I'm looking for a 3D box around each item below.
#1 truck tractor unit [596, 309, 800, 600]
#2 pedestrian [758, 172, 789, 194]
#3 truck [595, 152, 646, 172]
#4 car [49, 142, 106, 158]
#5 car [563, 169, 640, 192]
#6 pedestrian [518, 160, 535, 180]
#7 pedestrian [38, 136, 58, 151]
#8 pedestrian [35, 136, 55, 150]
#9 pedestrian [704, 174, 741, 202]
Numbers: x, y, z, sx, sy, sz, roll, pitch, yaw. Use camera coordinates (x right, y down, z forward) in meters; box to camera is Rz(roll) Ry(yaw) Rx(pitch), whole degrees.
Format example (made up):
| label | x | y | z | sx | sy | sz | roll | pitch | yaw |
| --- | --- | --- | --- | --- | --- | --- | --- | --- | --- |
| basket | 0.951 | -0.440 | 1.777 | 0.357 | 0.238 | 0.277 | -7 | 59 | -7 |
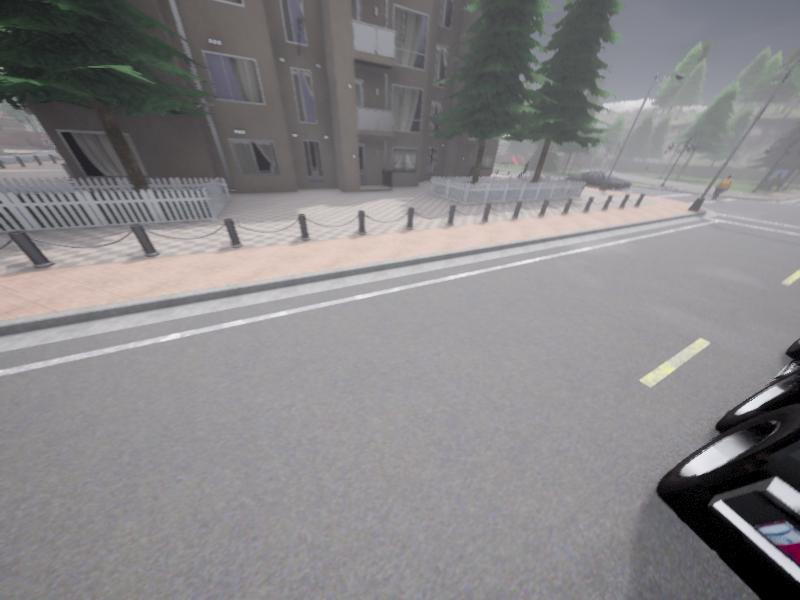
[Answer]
| label | x | y | z | sx | sy | sz | roll | pitch | yaw |
| --- | --- | --- | --- | --- | --- | --- | --- | --- | --- |
| truck tractor unit | 5.345 | 0.016 | 0.795 | 6.516 | 4.208 | 3.053 | -8 | 39 | -25 |
| pedestrian | 37.558 | -11.763 | 23.232 | 0.751 | 1.860 | 0.751 | -15 | 37 | -25 |
| truck | 57.401 | -36.148 | 60.397 | 2.891 | 3.827 | 8.468 | -27 | 44 | -37 |
| car | -39.999 | -18.776 | 28.873 | 2.038 | 1.542 | 4.974 | -12 | 36 | -21 |
| car | 19.734 | -11.997 | 23.009 | 2.033 | 1.411 | 5.357 | -13 | 36 | -22 |
| pedestrian | 13.501 | -13.920 | 24.738 | 0.751 | 1.860 | 0.751 | -13 | 36 | -23 |
| pedestrian | -54.733 | -24.367 | 35.949 | 0.751 | 1.860 | 0.751 | -13 | 36 | -23 |
| pedestrian | -56.012 | -24.772 | 36.470 | 0.751 | 1.860 | 0.751 | -17 | 38 | -28 |
| pedestrian | 24.839 | -8.650 | 17.817 | 0.751 | 1.860 | 0.751 | -12 | 36 | -22 |
